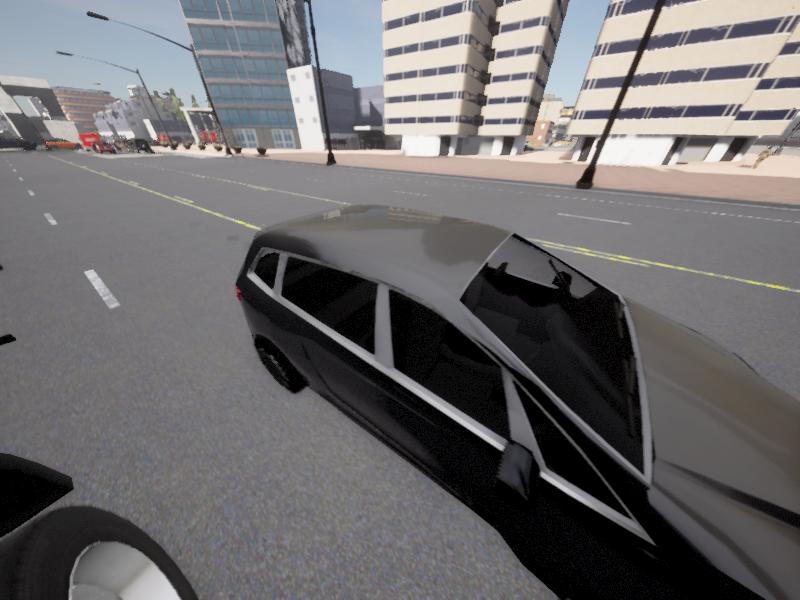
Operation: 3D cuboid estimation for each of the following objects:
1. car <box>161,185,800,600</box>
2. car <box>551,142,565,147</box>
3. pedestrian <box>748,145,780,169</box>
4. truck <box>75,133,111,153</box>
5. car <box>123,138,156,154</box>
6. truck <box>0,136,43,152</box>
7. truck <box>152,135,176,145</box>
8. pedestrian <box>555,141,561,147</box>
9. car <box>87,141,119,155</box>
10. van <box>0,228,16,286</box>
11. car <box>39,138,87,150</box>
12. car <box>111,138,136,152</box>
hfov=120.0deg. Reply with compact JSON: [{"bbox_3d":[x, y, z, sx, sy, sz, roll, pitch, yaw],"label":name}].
[{"bbox_3d":[0.534,0.253,2.101,4.611,1.667,2.242,22,41,27],"label":"car"},{"bbox_3d":[55.035,-54.156,80.385,3.806,1.475,1.970,20,40,27],"label":"car"},{"bbox_3d":[33.545,-13.226,21.336,0.751,1.860,0.751,-25,43,-31],"label":"pedestrian"},{"bbox_3d":[-51.518,-26.360,38.719,5.204,2.467,2.627,28,43,32],"label":"truck"},{"bbox_3d":[-39.152,-23.133,34.731,3.866,1.878,1.905,22,41,28],"label":"car"},{"bbox_3d":[-64.553,-25.521,37.718,6.274,2.098,2.390,-30,45,-35],"label":"truck"},{"bbox_3d":[-69.136,-46.881,67.646,5.204,2.467,2.627,17,39,22],"label":"truck"},{"bbox_3d":[53.843,-53.187,78.658,0.751,1.860,0.751,9,36,11],"label":"pedestrian"},{"bbox_3d":[-43.603,-22.373,33.872,3.988,1.617,1.851,23,41,28],"label":"car"},{"bbox_3d":[-9.479,-1.447,4.156,4.442,1.987,1.775,22,40,28],"label":"van"},{"bbox_3d":[-63.535,-29.503,43.647,2.097,1.767,4.553,16,38,21],"label":"car"},{"bbox_3d":[-48.683,-27.344,40.637,4.605,1.855,1.932,27,43,33],"label":"car"}]
